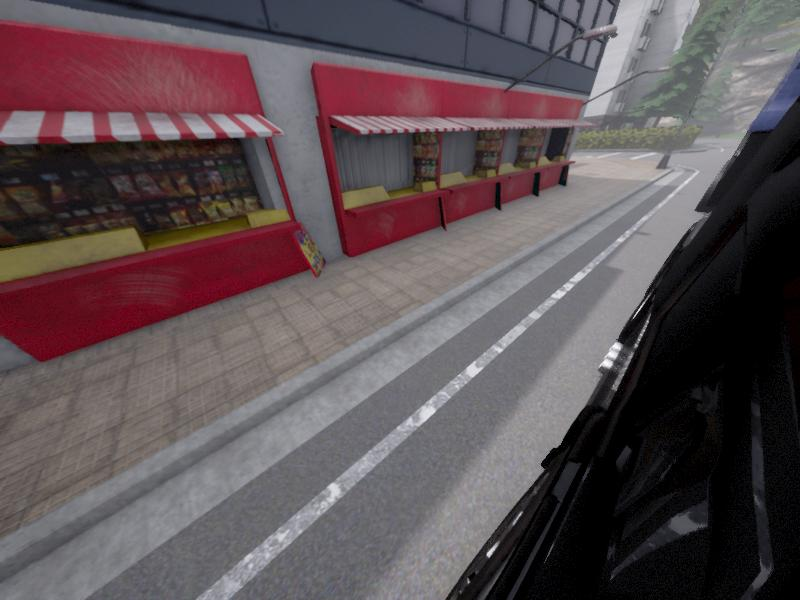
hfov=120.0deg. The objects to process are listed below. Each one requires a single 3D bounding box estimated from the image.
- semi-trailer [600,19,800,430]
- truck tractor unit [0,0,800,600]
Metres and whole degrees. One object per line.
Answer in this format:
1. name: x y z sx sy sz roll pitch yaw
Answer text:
1. semi-trailer: 8.718 -3.511 4.324 14.254 4.402 2.717 -27 41 -30
2. truck tractor unit: 2.645 -0.295 0.351 6.516 4.208 3.053 -28 44 -30
